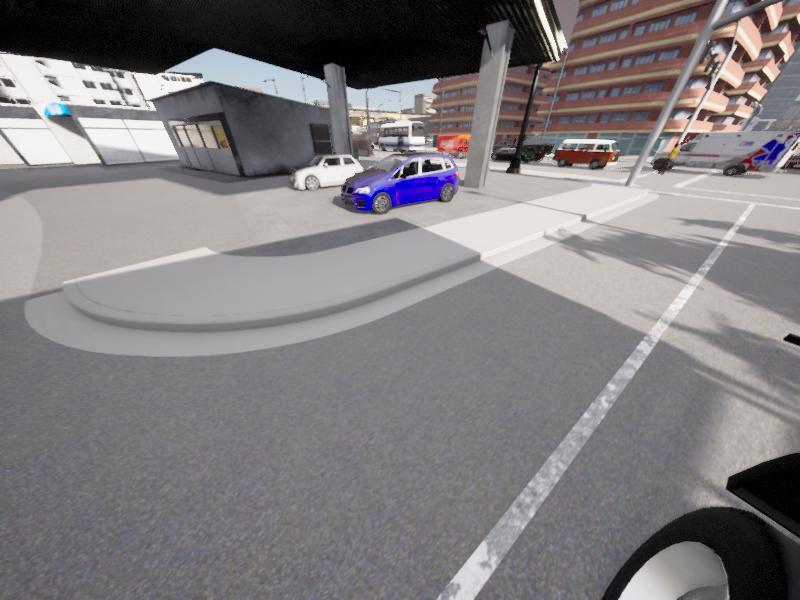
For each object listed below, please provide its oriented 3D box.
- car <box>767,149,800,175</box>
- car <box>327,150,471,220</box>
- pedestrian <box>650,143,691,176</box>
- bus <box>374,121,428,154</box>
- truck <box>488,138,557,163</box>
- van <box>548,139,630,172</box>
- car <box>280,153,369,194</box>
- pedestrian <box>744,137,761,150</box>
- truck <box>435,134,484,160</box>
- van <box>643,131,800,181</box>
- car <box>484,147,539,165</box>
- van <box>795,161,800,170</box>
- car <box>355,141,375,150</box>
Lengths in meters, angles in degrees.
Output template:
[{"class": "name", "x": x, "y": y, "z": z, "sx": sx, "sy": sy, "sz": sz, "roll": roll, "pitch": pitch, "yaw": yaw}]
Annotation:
[{"class": "car", "x": 29.437, "y": -9.958, "z": 16.636, "sx": 4.181, "sy": 1.385, "sz": 1.994, "roll": -15, "pitch": 38, "yaw": -20}, {"class": "car", "x": 0.052, "y": -4.483, "z": 8.615, "sx": 4.611, "sy": 1.667, "sz": 2.242, "roll": -22, "pitch": 41, "yaw": -28}, {"class": "pedestrian", "x": 18.219, "y": -9.510, "z": 15.613, "sx": 0.751, "sy": 1.860, "sz": 0.751, "roll": -3, "pitch": 35, "yaw": -4}, {"class": "bus", "x": -0.101, "y": -28.783, "z": 41.053, "sx": 3.944, "sy": 4.253, "sz": 10.273, "roll": -23, "pitch": 41, "yaw": -29}, {"class": "truck", "x": 13.604, "y": -17.093, "z": 26.238, "sx": 2.390, "sy": 2.098, "sz": 6.274, "roll": -22, "pitch": 41, "yaw": -28}, {"class": "van", "x": 15.507, "y": -12.163, "z": 19.282, "sx": 2.069, "sy": 2.038, "sz": 4.480, "roll": -23, "pitch": 41, "yaw": -29}, {"class": "car", "x": -3.866, "y": -6.798, "z": 12.206, "sx": 3.806, "sy": 1.475, "sz": 1.970, "roll": -22, "pitch": 41, "yaw": -28}, {"class": "pedestrian", "x": 60.107, "y": -26.696, "z": 39.424, "sx": 0.751, "sy": 1.860, "sz": 0.751, "roll": -24, "pitch": 41, "yaw": -29}, {"class": "truck", "x": 7.194, "y": -18.964, "z": 28.618, "sx": 2.627, "sy": 2.467, "sz": 5.204, "roll": -23, "pitch": 41, "yaw": -28}, {"class": "van", "x": 22.225, "y": -10.222, "z": 16.143, "sx": 2.351, "sy": 2.431, "sz": 6.366, "roll": -18, "pitch": 39, "yaw": -24}, {"class": "car", "x": 11.482, "y": -15.091, "z": 24.111, "sx": 1.895, "sy": 1.301, "sz": 4.718, "roll": -23, "pitch": 41, "yaw": -29}, {"class": "van", "x": 34.959, "y": -11.915, "z": 18.768, "sx": 4.480, "sy": 2.038, "sz": 2.069, "roll": -24, "pitch": 41, "yaw": -27}, {"class": "car", "x": -7.799, "y": -33.901, "z": 50.725, "sx": 2.038, "sy": 1.542, "sz": 4.974, "roll": -23, "pitch": 41, "yaw": -29}]
